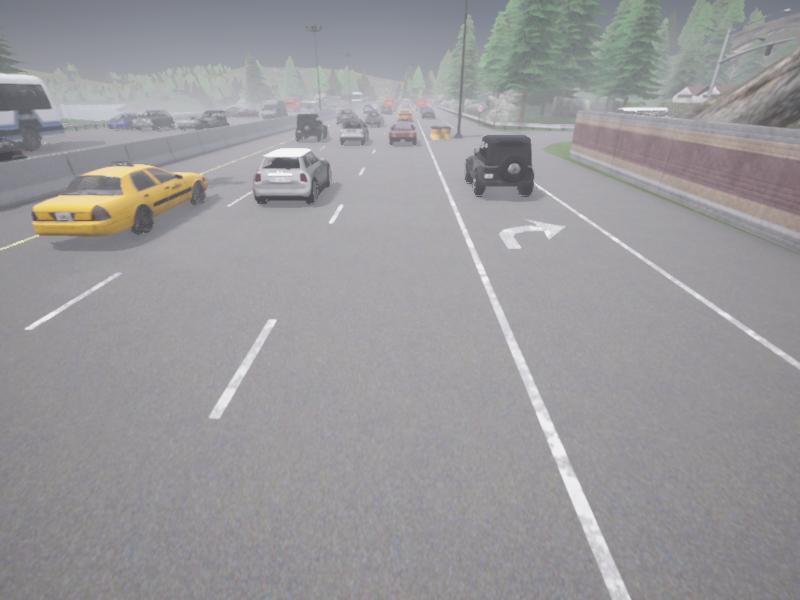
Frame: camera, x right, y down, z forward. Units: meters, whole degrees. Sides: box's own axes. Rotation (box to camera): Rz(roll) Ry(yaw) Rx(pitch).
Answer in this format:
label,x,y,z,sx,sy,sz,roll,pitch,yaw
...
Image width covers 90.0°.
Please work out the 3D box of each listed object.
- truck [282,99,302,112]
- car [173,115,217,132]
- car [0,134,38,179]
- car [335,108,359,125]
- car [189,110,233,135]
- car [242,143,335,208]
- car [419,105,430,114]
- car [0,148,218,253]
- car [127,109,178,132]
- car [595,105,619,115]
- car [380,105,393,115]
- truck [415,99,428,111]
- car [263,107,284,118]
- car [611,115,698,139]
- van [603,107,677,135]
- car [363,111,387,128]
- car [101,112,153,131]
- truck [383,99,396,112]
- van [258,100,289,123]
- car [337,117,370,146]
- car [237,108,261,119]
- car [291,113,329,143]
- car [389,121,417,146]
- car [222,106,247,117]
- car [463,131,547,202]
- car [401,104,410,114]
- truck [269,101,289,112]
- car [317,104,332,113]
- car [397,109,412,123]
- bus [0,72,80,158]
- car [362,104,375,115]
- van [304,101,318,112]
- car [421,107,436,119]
label,x,y,z,sx,sy,sz,roll,pitch,yaw
truck,-23.243,-41.834,86.088,2.627,2.467,5.204,0,27,1
car,-20.571,-17.874,40.367,1.895,1.301,4.718,0,27,1
car,-17.501,-5.772,16.333,1.789,1.549,3.705,0,27,1
car,-6.413,-22.421,48.861,2.242,1.667,4.611,0,27,1
car,-17.137,-16.264,36.548,1.905,1.878,3.866,0,27,1
car,-3.550,-4.343,13.599,1.970,1.475,3.806,0,27,1
car,4.593,-36.192,76.002,1.789,1.549,3.705,0,27,1
car,-7.100,-2.955,10.765,1.801,1.575,5.366,0,27,1
car,-24.087,-17.603,39.199,1.932,1.855,4.605,0,27,1
car,38.568,-35.442,74.471,5.008,1.535,1.882,-21,33,-34
car,-2.455,-35.344,74.365,2.242,1.667,4.611,0,27,1
truck,4.856,-44.531,91.352,2.627,2.467,5.204,0,27,1
car,-20.144,-29.982,63.917,1.816,1.474,4.193,0,27,1
car,19.061,-13.080,30.227,4.974,1.542,2.038,0,27,1
van,19.769,-14.893,33.224,4.480,2.038,2.069,0,27,1
car,-2.729,-20.207,44.670,1.845,1.501,3.633,4,27,8
car,-27.567,-18.095,40.554,2.007,1.525,4.514,0,27,1
truck,-2.204,-42.868,88.096,2.627,2.467,5.204,0,27,1
van,-16.832,-25.287,53.542,1.988,2.561,5.915,0,27,1
car,-3.269,-12.256,28.982,1.851,1.617,3.988,0,27,1
car,-23.668,-29.260,62.700,1.895,1.301,4.718,0,27,1
car,-6.743,-13.181,30.488,1.905,1.878,3.866,0,27,1
car,0.230,-12.137,29.088,1.895,1.301,4.718,0,27,1
car,-27.113,-30.975,65.755,2.038,1.542,4.974,0,27,1
car,3.463,-4.840,14.101,1.905,1.878,3.866,0,26,1
car,1.106,-37.047,77.695,1.801,1.575,5.366,0,27,1
truck,-26.698,-42.948,88.685,2.390,2.098,6.274,0,27,1
car,-16.244,-41.325,86.216,2.128,1.511,4.902,0,27,1
car,0.660,-24.416,52.917,1.882,1.535,5.008,0,27,1
bus,-24.265,-10.289,22.227,3.944,4.253,10.273,0,27,1
car,-5.928,-36.158,75.844,2.033,1.649,4.856,0,27,1
van,-19.693,-43.020,88.895,2.069,2.038,4.480,0,27,1
car,4.312,-28.674,61.276,2.038,1.542,4.974,0,27,1
